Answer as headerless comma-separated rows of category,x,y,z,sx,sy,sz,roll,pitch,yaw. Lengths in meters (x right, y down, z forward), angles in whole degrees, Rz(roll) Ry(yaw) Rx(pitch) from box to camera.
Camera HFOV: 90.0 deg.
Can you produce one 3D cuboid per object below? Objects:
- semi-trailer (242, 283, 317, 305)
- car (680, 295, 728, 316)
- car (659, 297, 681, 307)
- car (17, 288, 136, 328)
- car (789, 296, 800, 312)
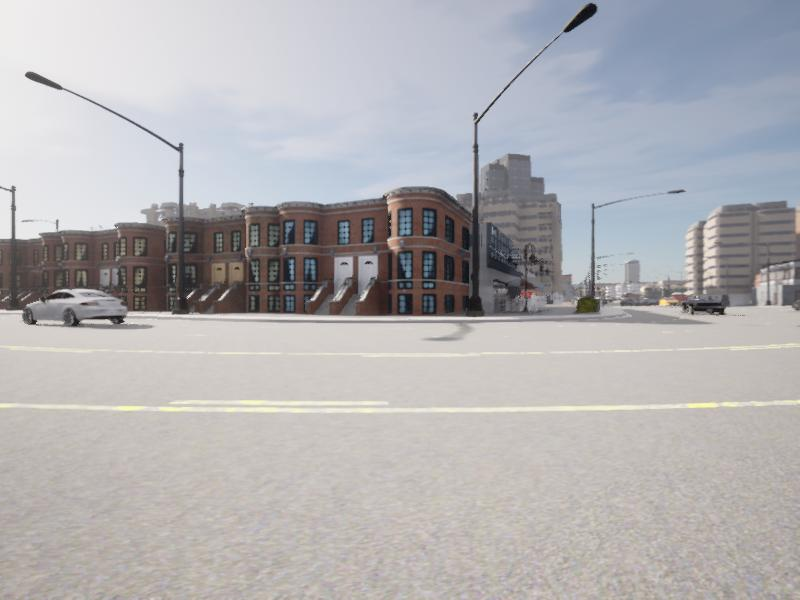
semi-trailer,-24.038,-1.137,80.190,14.254,4.402,2.717,0,-1,-2
car,20.842,0.366,27.608,1.895,1.301,4.718,0,0,28
car,40.594,0.311,60.287,1.882,1.535,5.008,0,0,24
car,-13.128,0.292,16.229,4.674,1.442,1.812,0,0,24
car,36.328,0.319,34.784,2.033,1.411,5.357,0,0,26
